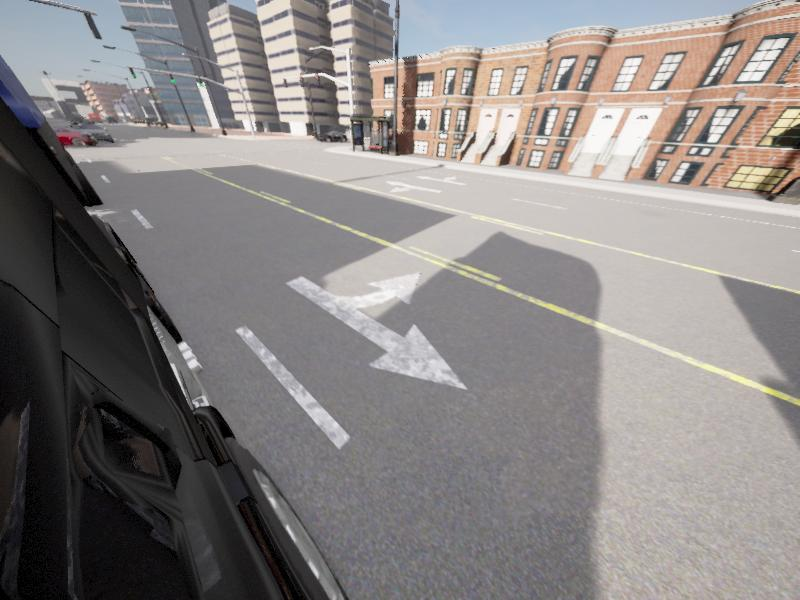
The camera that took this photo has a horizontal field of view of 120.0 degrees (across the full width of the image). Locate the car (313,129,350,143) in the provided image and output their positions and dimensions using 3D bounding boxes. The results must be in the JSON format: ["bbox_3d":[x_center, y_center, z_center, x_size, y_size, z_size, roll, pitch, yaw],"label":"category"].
[{"bbox_3d":[-10.724,-25.907,36.578,1.930,1.638,5.238,28,43,30],"label":"car"}]

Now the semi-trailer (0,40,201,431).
[{"bbox_3d":[-8.709,-3.582,4.239,14.254,4.402,2.717,28,43,30],"label":"semi-trailer"}]

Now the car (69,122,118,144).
[{"bbox_3d":[-29.913,-16.315,22.532,4.974,1.542,2.038,28,43,30],"label":"car"}]

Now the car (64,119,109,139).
[{"bbox_3d":[-35.406,-19.275,26.066,4.611,1.667,2.242,28,43,30],"label":"car"}]

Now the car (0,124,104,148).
[{"bbox_3d":[-27.349,-12.999,18.353,4.181,1.385,1.994,-16,40,-23],"label":"car"}]

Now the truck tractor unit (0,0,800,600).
[{"bbox_3d":[-2.645,-0.295,0.352,6.516,4.208,3.053,28,44,30],"label":"truck tractor unit"}]
